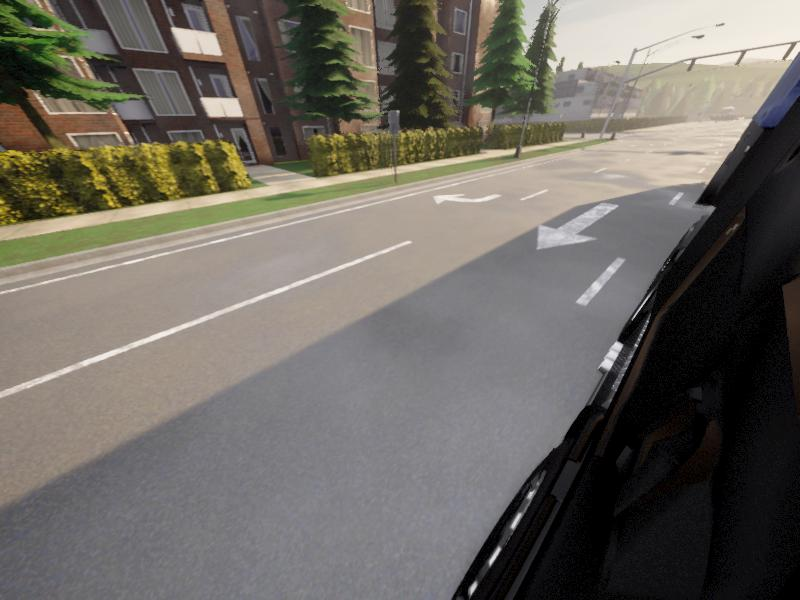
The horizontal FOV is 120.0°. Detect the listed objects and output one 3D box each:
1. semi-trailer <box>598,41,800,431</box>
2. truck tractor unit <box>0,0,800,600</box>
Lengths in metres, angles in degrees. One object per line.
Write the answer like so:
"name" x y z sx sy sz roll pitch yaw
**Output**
"semi-trailer" 8.696 -3.591 4.253 14.254 4.402 2.717 -28 44 -30
"truck tractor unit" 2.645 -0.295 0.351 6.516 4.208 3.053 -28 44 -30
